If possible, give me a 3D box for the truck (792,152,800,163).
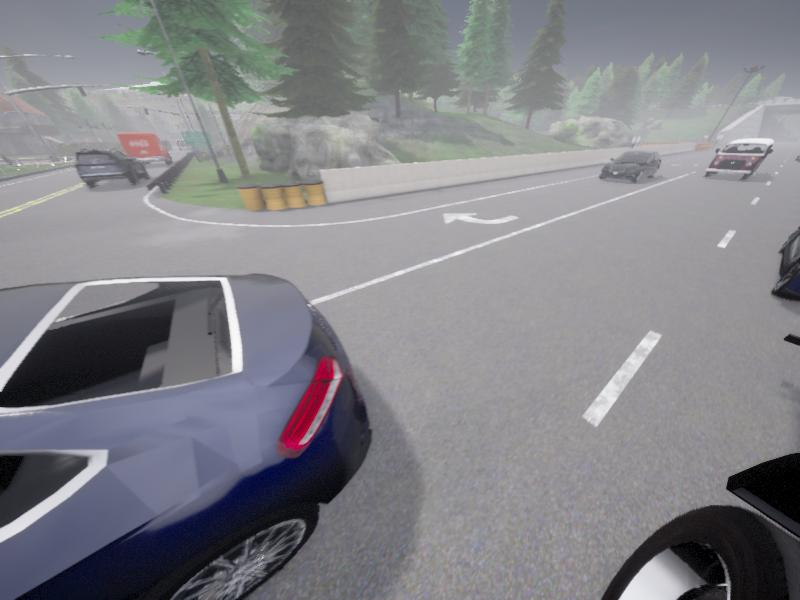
[{"bbox_3d":[40.262,-14.332,21.644,5.204,2.467,2.627,-22,41,-28],"label":"truck"}]

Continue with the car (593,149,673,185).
[{"bbox_3d":[14.178,-8.192,14.060,4.892,1.490,1.837,-22,41,-28],"label":"car"}]

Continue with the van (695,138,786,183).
[{"bbox_3d":[20.895,-8.679,14.209,4.480,2.038,2.069,-22,41,-27],"label":"van"}]

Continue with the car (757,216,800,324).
[{"bbox_3d":[8.182,-0.855,3.618,4.856,1.649,2.033,-22,41,-28],"label":"car"}]

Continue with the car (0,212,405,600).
[{"bbox_3d":[-2.652,1.105,0.959,5.027,1.651,2.152,-22,41,-28],"label":"car"}]

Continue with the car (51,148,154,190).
[{"bbox_3d":[-15.930,-7.416,12.800,2.033,1.649,4.856,-21,39,-27],"label":"car"}]

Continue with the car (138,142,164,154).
[{"bbox_3d":[-42.552,-26.102,39.607,2.038,1.542,4.974,-22,41,-27],"label":"car"}]

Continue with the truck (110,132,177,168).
[{"bbox_3d":[-23.226,-13.891,21.313,2.627,2.467,5.204,-22,40,-27],"label":"truck"}]
